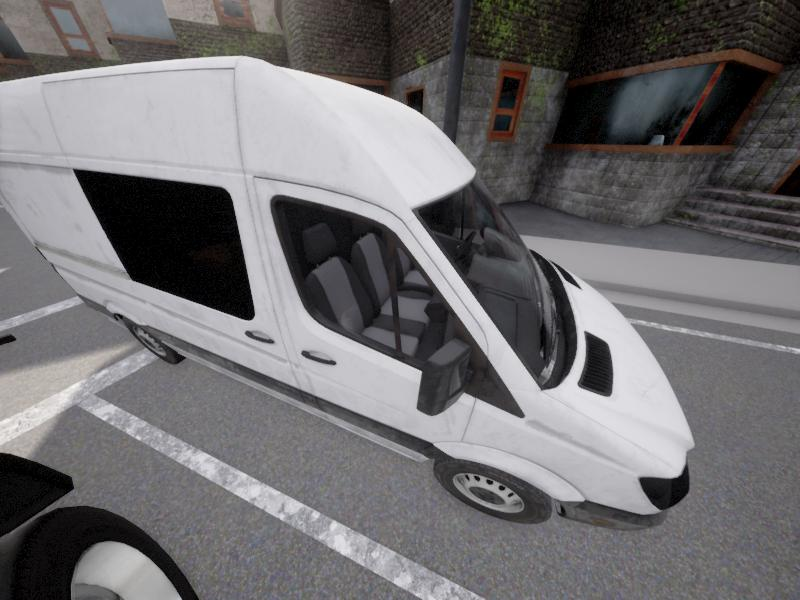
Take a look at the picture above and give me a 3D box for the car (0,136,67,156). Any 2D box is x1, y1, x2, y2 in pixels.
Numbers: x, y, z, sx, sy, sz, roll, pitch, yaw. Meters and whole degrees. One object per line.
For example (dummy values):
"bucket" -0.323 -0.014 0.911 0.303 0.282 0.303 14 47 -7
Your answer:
"car" -50.321 -20.788 31.120 5.566 2.045 2.150 -15 38 -21

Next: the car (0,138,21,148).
"car" -83.733 -32.852 48.379 1.930 1.638 5.238 -14 38 -20

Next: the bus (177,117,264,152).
"bus" -29.040 -27.616 38.511 10.273 4.253 3.944 -16 38 -20

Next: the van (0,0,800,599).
"van" -0.873 -0.412 2.306 5.915 2.561 1.988 13 37 17

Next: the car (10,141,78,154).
"car" -51.847 -22.399 33.849 5.008 1.535 1.882 -15 38 -21
